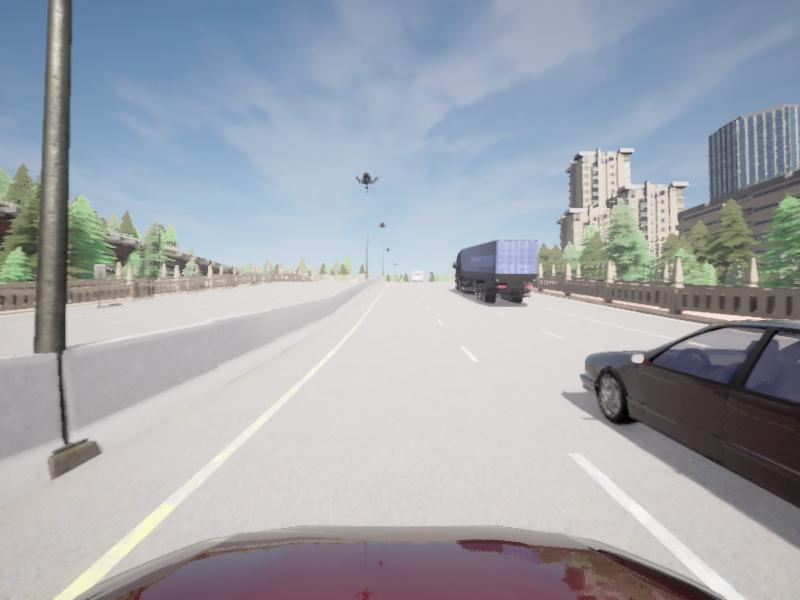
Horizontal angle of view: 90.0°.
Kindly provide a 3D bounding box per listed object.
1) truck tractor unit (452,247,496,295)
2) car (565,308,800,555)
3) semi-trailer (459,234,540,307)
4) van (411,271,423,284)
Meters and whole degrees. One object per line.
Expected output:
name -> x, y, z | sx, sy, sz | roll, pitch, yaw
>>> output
truck tractor unit -> 6.997, -2.872, 39.010 | 3.053, 4.208, 6.516 | 0, 5, 0
car -> 3.501, 0.867, 3.314 | 2.033, 1.411, 5.357 | 0, 1, 0
semi-trailer -> 7.002, -2.329, 31.116 | 2.717, 4.402, 14.254 | 0, 5, 0
van -> 3.496, -4.615, 83.860 | 2.351, 2.431, 6.366 | 0, 0, 0
